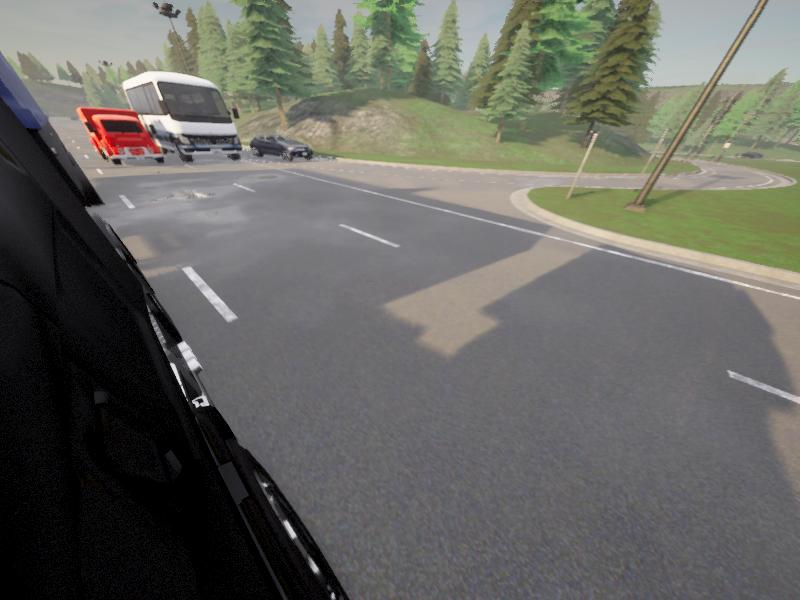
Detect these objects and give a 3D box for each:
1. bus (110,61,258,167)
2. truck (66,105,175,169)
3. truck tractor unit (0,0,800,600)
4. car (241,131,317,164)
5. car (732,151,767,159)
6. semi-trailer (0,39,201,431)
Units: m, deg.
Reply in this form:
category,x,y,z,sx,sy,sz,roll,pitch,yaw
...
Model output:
category,x,y,z,sx,sy,sz,roll,pitch,yaw
bus,-14.795,-12.297,15.778,10.273,4.253,3.944,28,43,30
truck,-15.828,-9.305,13.148,5.204,2.467,2.627,28,43,30
truck tractor unit,-2.645,-0.295,0.351,6.516,4.208,3.053,28,44,30
car,-9.058,-11.581,17.421,5.027,1.651,2.152,20,40,22
car,88.487,-36.821,58.599,4.674,1.442,1.812,28,43,30
semi-trailer,-8.692,-3.598,4.251,14.254,4.402,2.717,28,43,30
